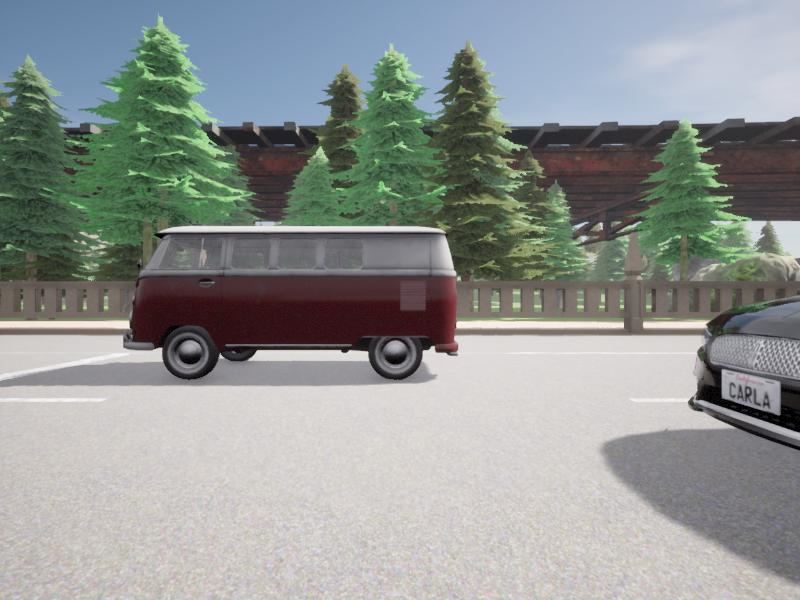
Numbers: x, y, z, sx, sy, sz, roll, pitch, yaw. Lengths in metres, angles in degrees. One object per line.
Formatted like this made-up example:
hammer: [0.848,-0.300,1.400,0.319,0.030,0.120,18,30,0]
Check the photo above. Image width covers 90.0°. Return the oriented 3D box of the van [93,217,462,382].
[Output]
van: [-1.470,-0.002,5.700,4.442,1.987,1.775,0,0,0]

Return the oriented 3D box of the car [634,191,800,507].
car: [4.363,0.237,2.200,4.902,1.511,2.128,0,0,0]
